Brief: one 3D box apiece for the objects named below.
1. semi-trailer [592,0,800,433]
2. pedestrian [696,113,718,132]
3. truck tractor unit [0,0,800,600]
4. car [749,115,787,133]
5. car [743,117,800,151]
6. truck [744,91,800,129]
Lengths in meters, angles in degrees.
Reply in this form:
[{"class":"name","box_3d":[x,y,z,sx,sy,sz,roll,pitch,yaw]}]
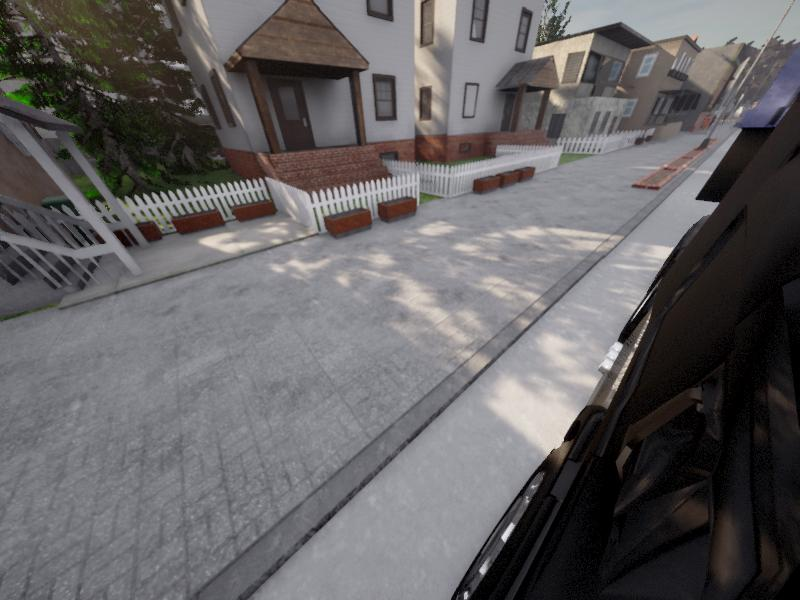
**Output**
[{"class":"semi-trailer","box_3d":[9.075,-3.323,3.805,14.254,4.402,2.717,-24,42,-25]},{"class":"pedestrian","box_3d":[39.168,-22.625,29.488,0.751,1.860,0.751,19,42,26]},{"class":"truck tractor unit","box_3d":[2.645,-0.295,0.352,6.516,4.208,3.053,-28,44,-30]},{"class":"car","box_3d":[43.391,-20.833,27.294,3.705,1.549,1.789,-28,44,-30]},{"class":"car","box_3d":[26.200,-11.588,16.021,5.238,1.638,1.930,-32,45,-33]},{"class":"truck","box_3d":[52.534,-26.622,32.523,8.468,3.827,2.891,-28,44,-30]}]
